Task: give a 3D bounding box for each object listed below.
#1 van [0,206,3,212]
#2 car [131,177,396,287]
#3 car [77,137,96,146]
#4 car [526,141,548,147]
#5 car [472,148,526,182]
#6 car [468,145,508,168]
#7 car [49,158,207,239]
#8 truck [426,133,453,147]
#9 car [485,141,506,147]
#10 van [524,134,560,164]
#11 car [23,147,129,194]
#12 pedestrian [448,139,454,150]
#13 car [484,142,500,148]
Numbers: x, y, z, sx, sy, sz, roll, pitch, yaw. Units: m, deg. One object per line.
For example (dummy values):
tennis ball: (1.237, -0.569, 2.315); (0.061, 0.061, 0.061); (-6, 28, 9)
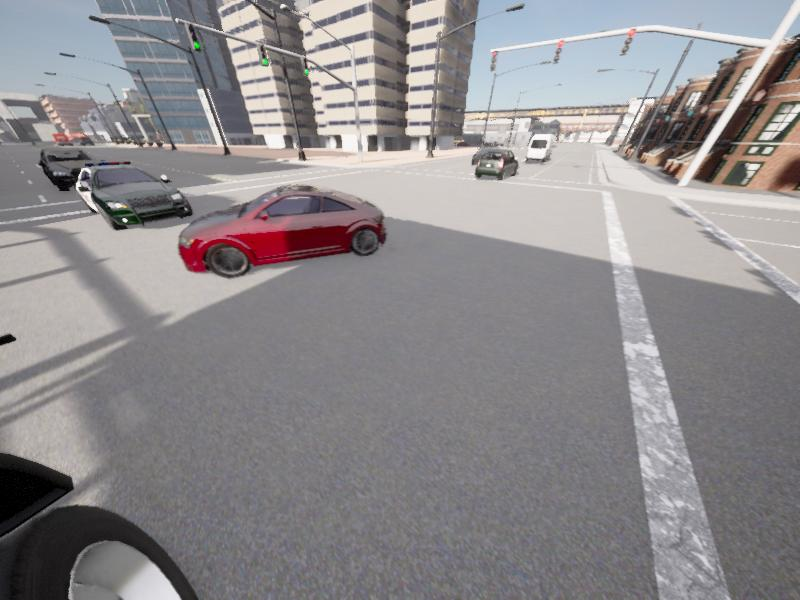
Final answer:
van: (-13.521, -2.889, 6.144); (4.442, 1.987, 1.775); (28, 43, 33)
car: (-2.406, -1.776, 5.210); (4.181, 1.385, 1.994); (-12, 37, -18)
car: (-76.434, -38.682, 56.335); (3.866, 1.878, 1.905); (25, 42, 31)
car: (41.349, -47.144, 69.876); (2.128, 1.511, 4.902); (-26, 42, -32)
car: (6.739, -9.217, 15.634); (1.851, 1.617, 3.988); (25, 42, 31)
car: (8.748, -14.266, 22.777); (1.930, 1.638, 5.238); (22, 41, 28)
car: (-8.913, -3.582, 7.563); (4.974, 1.542, 2.038); (22, 41, 28)
truck: (13.242, -53.945, 77.977); (8.468, 3.827, 2.891); (20, 40, 27)
car: (28.880, -47.334, 70.024); (5.238, 1.638, 1.930); (20, 40, 27)
van: (16.243, -17.310, 26.382); (1.988, 2.561, 5.915); (22, 41, 28)
car: (-16.893, -6.897, 12.058); (4.611, 1.667, 2.242); (22, 41, 28)
pedestrian: (10.421, -31.898, 47.448); (0.751, 1.860, 0.751); (-26, 43, -33)
car: (26.896, -45.578, 67.734); (3.806, 1.475, 1.970); (20, 40, 27)
